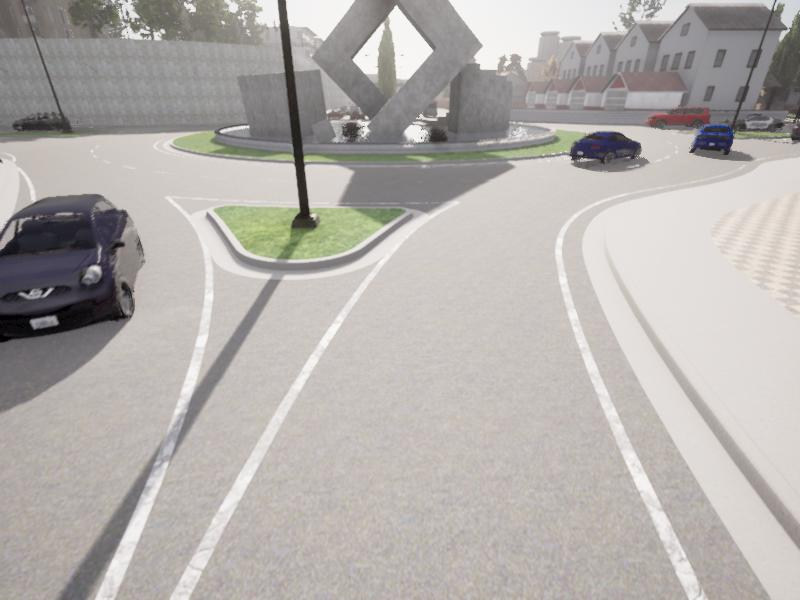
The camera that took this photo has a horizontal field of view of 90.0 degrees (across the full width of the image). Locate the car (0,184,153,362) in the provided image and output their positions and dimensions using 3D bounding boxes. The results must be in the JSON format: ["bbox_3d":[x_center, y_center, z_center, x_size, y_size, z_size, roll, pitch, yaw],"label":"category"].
[{"bbox_3d":[-5.380,-0.732,6.491,1.845,1.501,3.633,-12,29,-23],"label":"car"}]

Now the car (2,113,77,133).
[{"bbox_3d":[-34.989,-17.298,39.000,4.611,1.667,2.242,-4,27,-8],"label":"car"}]

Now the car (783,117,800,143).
[{"bbox_3d":[31.427,-12.431,29.216,4.611,1.667,2.242,-5,27,-8],"label":"car"}]

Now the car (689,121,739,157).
[{"bbox_3d":[19.117,-9.956,24.535,1.882,1.535,5.008,17,32,29],"label":"car"}]

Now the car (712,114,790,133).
[{"bbox_3d":[33.114,-16.791,37.929,4.974,1.542,2.038,4,27,8],"label":"car"}]

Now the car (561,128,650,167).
[{"bbox_3d":[10.734,-8.007,20.833,4.674,1.442,1.812,-18,32,-31],"label":"car"}]

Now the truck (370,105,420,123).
[{"bbox_3d":[-0.650,-24.327,52.234,6.274,2.098,2.390,3,27,5],"label":"truck"}]

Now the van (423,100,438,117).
[{"bbox_3d":[5.123,-32.486,67.766,1.988,2.561,5.915,-1,27,-1],"label":"van"}]

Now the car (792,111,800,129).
[{"bbox_3d":[43.223,-18.109,40.387,4.856,1.649,2.033,0,27,0],"label":"car"}]

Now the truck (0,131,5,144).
[{"bbox_3d":[-33.354,-12.725,27.627,8.468,3.827,2.891,3,27,5],"label":"truck"}]

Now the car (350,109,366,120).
[{"bbox_3d":[-6.148,-27.333,58.965,1.994,1.385,4.181,0,27,0],"label":"car"}]

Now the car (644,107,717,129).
[{"bbox_3d":[28.985,-18.962,41.637,5.566,2.045,2.150,7,28,15],"label":"car"}]

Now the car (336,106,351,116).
[{"bbox_3d":[-9.939,-33.505,70.934,2.038,1.542,4.974,0,27,0],"label":"car"}]

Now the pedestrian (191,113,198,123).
[{"bbox_3d":[-24.988,-22.134,48.713,0.500,1.100,0.500,-11,29,-20],"label":"pedestrian"}]
